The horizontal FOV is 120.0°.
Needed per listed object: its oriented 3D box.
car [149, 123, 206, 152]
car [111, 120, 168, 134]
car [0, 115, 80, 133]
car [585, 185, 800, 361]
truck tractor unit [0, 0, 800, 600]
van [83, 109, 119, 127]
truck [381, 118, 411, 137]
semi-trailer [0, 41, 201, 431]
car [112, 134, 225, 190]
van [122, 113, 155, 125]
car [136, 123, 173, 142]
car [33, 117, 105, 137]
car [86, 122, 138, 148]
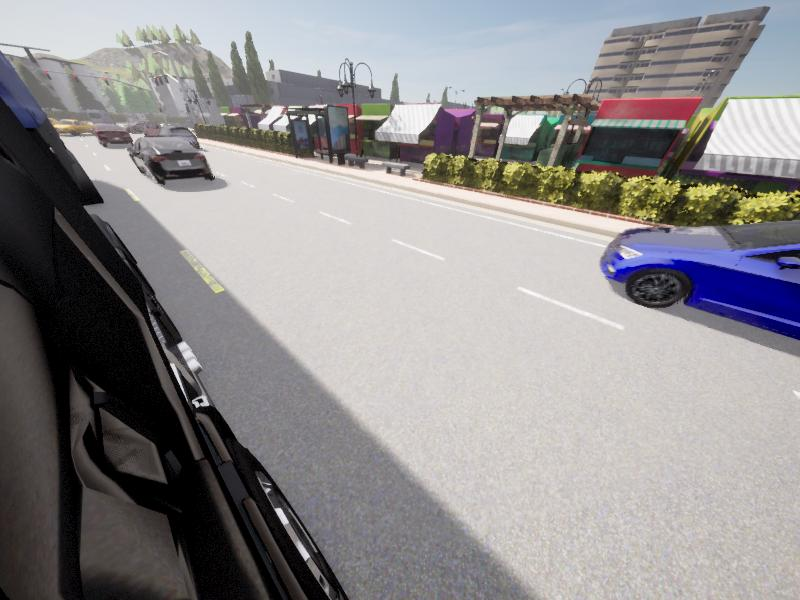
[{"bbox_3d":[-18.558,-13.587,19.260,4.856,1.649,2.033,29,44,30],"label":"car"},{"bbox_3d":[-36.929,-24.601,32.926,2.163,1.488,4.792,15,38,16],"label":"car"},{"bbox_3d":[-44.094,-21.636,28.428,1.801,1.575,5.366,30,45,31],"label":"car"},{"bbox_3d":[5.513,-0.312,3.179,4.193,1.474,1.816,29,44,30],"label":"car"},{"bbox_3d":[-2.645,-0.295,0.351,6.516,4.208,3.053,28,44,30],"label":"truck tractor unit"},{"bbox_3d":[-58.203,-35.444,45.138,1.988,2.561,5.915,-18,42,-25],"label":"van"},{"bbox_3d":[-1.091,-46.413,62.375,2.891,3.827,8.468,30,44,31],"label":"truck"},{"bbox_3d":[-8.682,-3.619,4.239,14.254,4.402,2.717,28,44,30],"label":"semi-trailer"},{"bbox_3d":[-9.995,-6.130,9.962,4.792,1.488,2.163,28,44,30],"label":"car"},{"bbox_3d":[-70.478,-48.924,62.487,2.351,2.431,6.366,-3,37,-8],"label":"van"},{"bbox_3d":[-25.603,-17.494,24.110,3.633,1.501,1.845,31,45,33],"label":"car"},{"bbox_3d":[-36.666,-19.354,25.851,1.801,1.575,5.366,-8,38,-14],"label":"car"},{"bbox_3d":[-24.004,-13.767,19.227,5.008,1.535,1.882,29,44,30],"label":"car"}]
